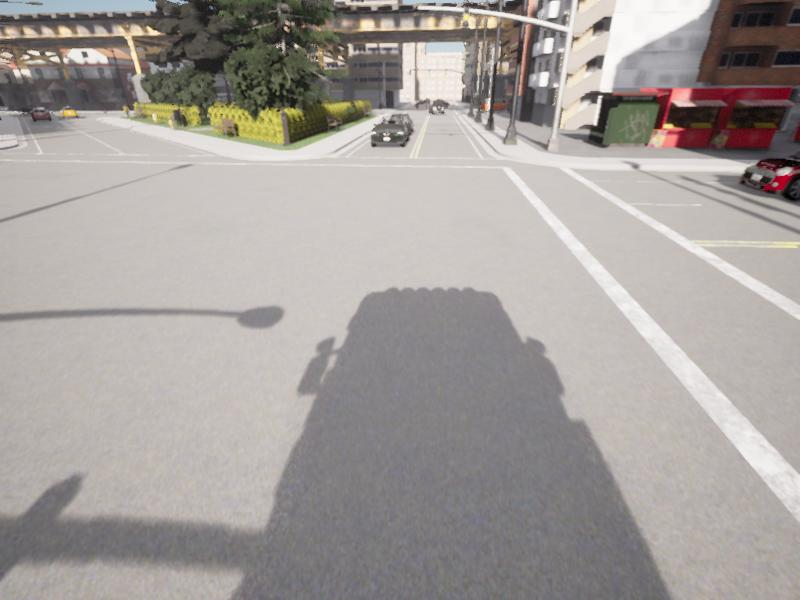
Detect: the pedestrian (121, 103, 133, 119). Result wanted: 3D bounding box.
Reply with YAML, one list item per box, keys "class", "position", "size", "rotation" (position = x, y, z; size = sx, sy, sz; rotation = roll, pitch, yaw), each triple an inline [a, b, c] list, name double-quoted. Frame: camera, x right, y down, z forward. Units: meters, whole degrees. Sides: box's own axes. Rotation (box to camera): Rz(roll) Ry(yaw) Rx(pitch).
- class: "pedestrian"
  position: [-35.195, -24.349, 51.591]
  size: [0.751, 1.860, 0.751]
  rotation: [-22, 34, -35]

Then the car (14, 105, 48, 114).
- class: "car"
  position: [-66.977, -34.559, 72.564]
  size: [4.193, 1.474, 1.816]
  rotation: [2, 28, 4]

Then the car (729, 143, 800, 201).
- class: "car"
  position: [13.441, -4.111, 12.798]
  size: [3.806, 1.475, 1.970]
  rotation: [2, 28, 4]

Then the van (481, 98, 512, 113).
- class: "van"
  position: [15.207, -30.773, 63.330]
  size: [4.442, 1.987, 1.775]
  rotation: [2, 28, 4]

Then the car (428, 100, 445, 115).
- class: "car"
  position: [5.451, -28.906, 60.011]
  size: [1.905, 1.878, 3.866]
  rotation: [-3, 28, -4]

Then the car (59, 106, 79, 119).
- class: "car"
  position: [-48.706, -27.690, 58.926]
  size: [1.801, 1.575, 5.366]
  rotation: [-19, 33, -32]

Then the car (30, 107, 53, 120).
- class: "car"
  position: [-50.331, -26.159, 56.122]
  size: [1.970, 1.475, 3.806]
  rotation: [-21, 34, -35]

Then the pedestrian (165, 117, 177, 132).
- class: "pedestrian"
  position: [-19.589, -15.036, 34.220]
  size: [0.500, 1.100, 0.500]
  rotation: [-19, 33, -32]

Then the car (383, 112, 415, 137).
- class: "car"
  position: [0.015, -14.152, 32.147]
  size: [2.163, 1.488, 4.792]
  rotation: [2, 28, 4]

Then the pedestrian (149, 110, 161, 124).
- class: "pedestrian"
  position: [-26.115, -19.439, 42.593]
  size: [0.751, 1.300, 0.751]
  rotation: [-18, 32, -30]

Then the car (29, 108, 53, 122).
- class: "car"
  position: [-46.712, -24.075, 52.048]
  size: [1.970, 1.475, 3.806]
  rotation: [-21, 34, -34]

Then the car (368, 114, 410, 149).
- class: "car"
  position: [-0.568, -11.025, 25.985]
  size: [2.152, 1.651, 5.027]
  rotation: [2, 28, 5]
